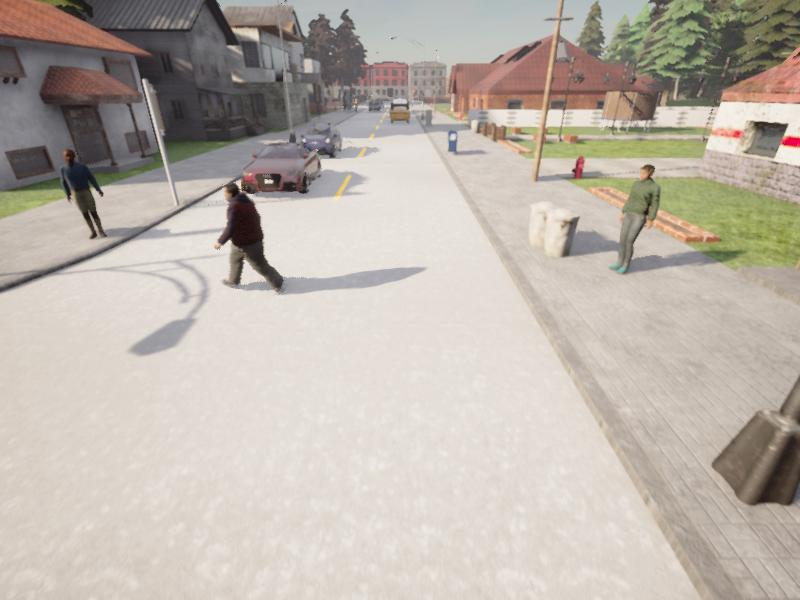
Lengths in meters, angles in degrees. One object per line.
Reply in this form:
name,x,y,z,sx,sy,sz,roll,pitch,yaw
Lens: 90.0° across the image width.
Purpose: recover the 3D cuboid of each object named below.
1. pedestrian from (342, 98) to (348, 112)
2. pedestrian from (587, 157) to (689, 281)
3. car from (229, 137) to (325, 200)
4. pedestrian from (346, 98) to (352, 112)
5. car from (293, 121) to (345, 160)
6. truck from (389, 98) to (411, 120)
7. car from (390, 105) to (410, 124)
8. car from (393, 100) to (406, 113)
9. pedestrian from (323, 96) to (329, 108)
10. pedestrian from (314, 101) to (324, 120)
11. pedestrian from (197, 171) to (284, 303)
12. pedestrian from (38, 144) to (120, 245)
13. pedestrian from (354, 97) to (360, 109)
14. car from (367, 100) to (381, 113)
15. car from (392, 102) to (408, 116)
pedestrian,-8.195,-29.015,59.496,0.751,1.860,0.751,-5,28,-10
pedestrian,3.916,-1.358,6.725,0.751,1.860,0.751,-7,28,-13
car,-3.998,-4.685,13.884,1.994,1.385,4.181,0,28,0
pedestrian,-7.536,-28.826,59.137,0.751,1.860,0.751,2,28,4
car,-4.003,-8.182,20.381,1.845,1.501,3.633,0,28,0
truck,-0.007,-23.067,48.165,2.390,2.098,6.274,0,28,0
car,-0.004,-19.352,41.683,1.882,1.535,5.008,0,28,0
car,-0.068,-29.580,61.121,1.851,1.617,3.988,0,28,1
pedestrian,-13.709,-36.559,73.873,0.751,1.860,0.751,5,28,10
pedestrian,-8.922,-20.948,44.107,0.751,1.860,0.751,-3,28,-5
pedestrian,-2.381,-0.955,6.185,0.751,1.860,0.751,-1,28,-2
pedestrian,-6.625,-2.217,8.371,0.751,1.860,0.751,-15,31,-26
pedestrian,-7.189,-33.009,67.097,0.751,1.860,0.751,8,29,14
car,-4.007,-30.032,61.985,1.851,1.617,3.988,0,28,0
car,-0.016,-26.398,55.153,2.128,1.511,4.902,0,28,0
